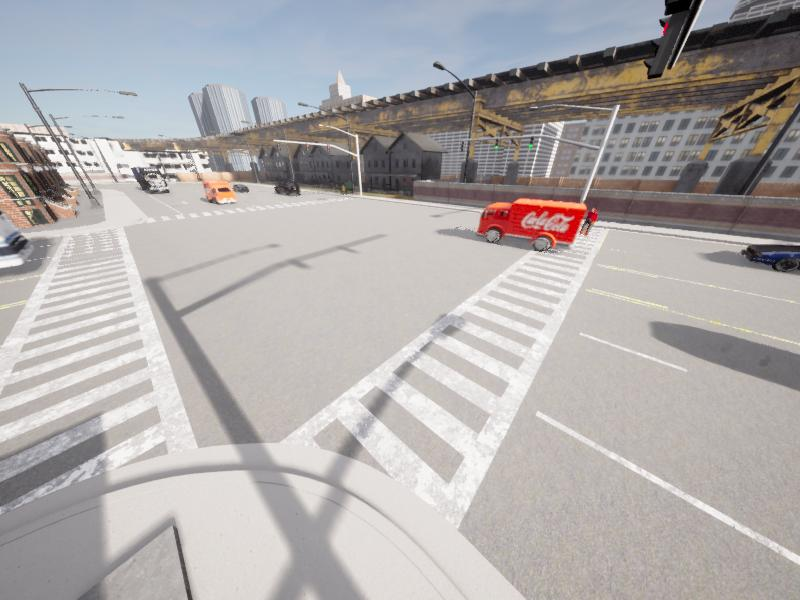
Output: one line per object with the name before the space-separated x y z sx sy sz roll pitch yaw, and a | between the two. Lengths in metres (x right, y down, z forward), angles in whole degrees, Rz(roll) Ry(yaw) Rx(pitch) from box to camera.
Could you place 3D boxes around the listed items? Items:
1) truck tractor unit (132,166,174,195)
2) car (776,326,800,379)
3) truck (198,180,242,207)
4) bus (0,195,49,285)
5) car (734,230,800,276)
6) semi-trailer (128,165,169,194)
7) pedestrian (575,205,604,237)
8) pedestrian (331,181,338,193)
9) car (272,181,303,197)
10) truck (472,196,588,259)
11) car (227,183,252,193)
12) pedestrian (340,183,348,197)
truck tractor unit | -42.805 -20.785 40.087 6.516 4.208 3.053 23 37 35
car | 11.021 1.584 3.685 4.605 1.855 1.932 24 37 35
truck | -23.081 -13.779 29.650 5.204 2.467 2.627 26 39 34
bus | -20.471 -1.517 6.681 3.944 4.253 10.273 24 37 35
car | 19.105 -1.643 9.755 5.357 1.411 2.033 24 38 35
semi-trailer | -48.752 -23.482 44.558 14.254 4.402 2.717 24 38 35
pedestrian | 12.831 -5.363 15.683 0.751 1.860 0.751 -12 32 -20
pedestrian | -11.356 -19.611 40.057 0.751 1.860 0.751 20 36 31
car | -18.847 -18.677 38.609 5.566 2.045 2.150 24 38 35
truck | 7.466 -4.543 13.720 5.204 2.467 2.627 19 35 29
car | -30.152 -21.038 43.347 5.357 1.411 2.033 24 38 35
pedestrian | -8.798 -17.190 36.168 0.751 1.860 0.751 11 32 18
